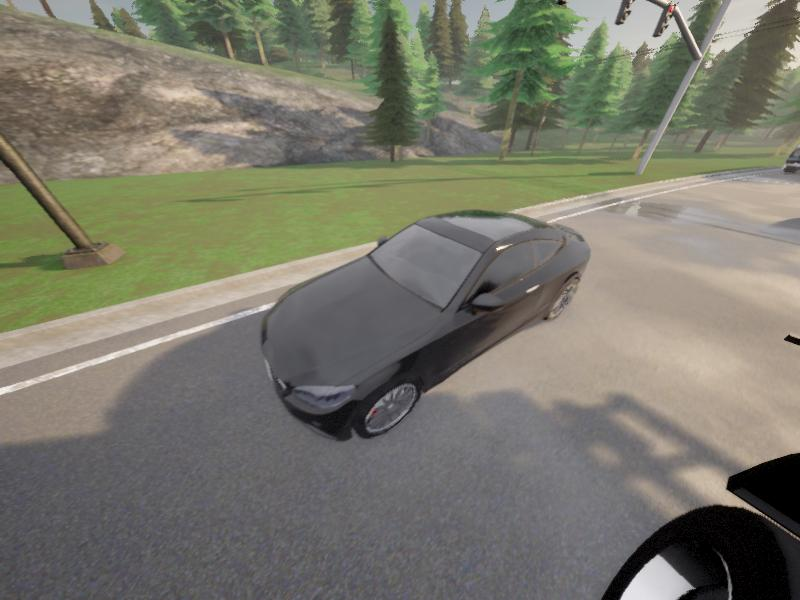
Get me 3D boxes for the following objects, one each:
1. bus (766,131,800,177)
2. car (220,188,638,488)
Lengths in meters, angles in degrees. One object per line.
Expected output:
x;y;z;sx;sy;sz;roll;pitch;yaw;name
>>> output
31.115;-10.656;15.027;10.273;4.253;3.944;-13;37;-18;bus
0.726;-0.305;3.061;4.674;1.442;1.812;-21;40;-27;car
